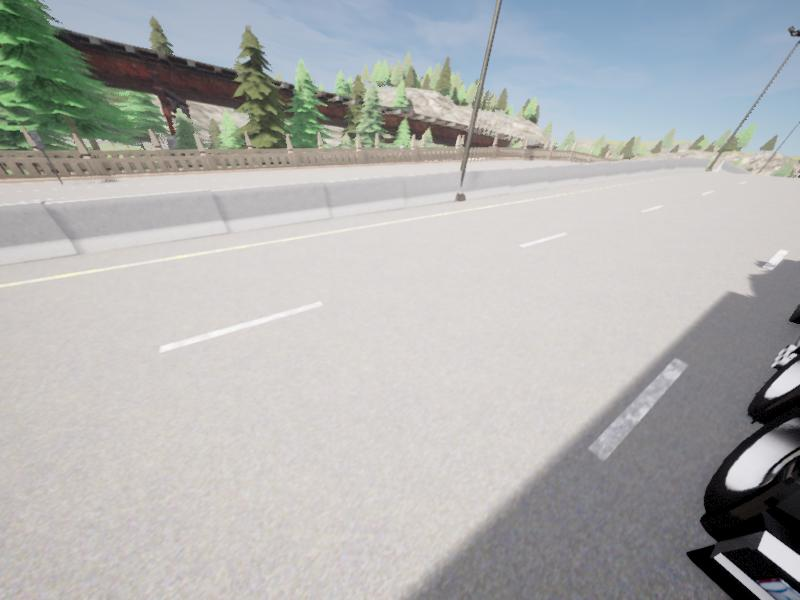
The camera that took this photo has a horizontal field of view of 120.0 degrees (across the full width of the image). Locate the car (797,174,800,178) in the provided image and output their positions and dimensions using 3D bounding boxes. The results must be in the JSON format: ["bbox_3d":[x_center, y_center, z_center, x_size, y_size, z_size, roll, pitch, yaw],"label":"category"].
[{"bbox_3d":[42.149,-13.024,22.910,4.605,1.855,1.932,-14,37,-27],"label":"car"}]

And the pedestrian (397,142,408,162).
[{"bbox_3d":[0.262,-16.643,26.007,0.751,1.860,0.751,-12,36,-28],"label":"pedestrian"}]

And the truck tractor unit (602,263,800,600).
[{"bbox_3d":[5.107,-0.304,0.786,6.516,4.208,3.053,-18,39,-24],"label":"truck tractor unit"}]
